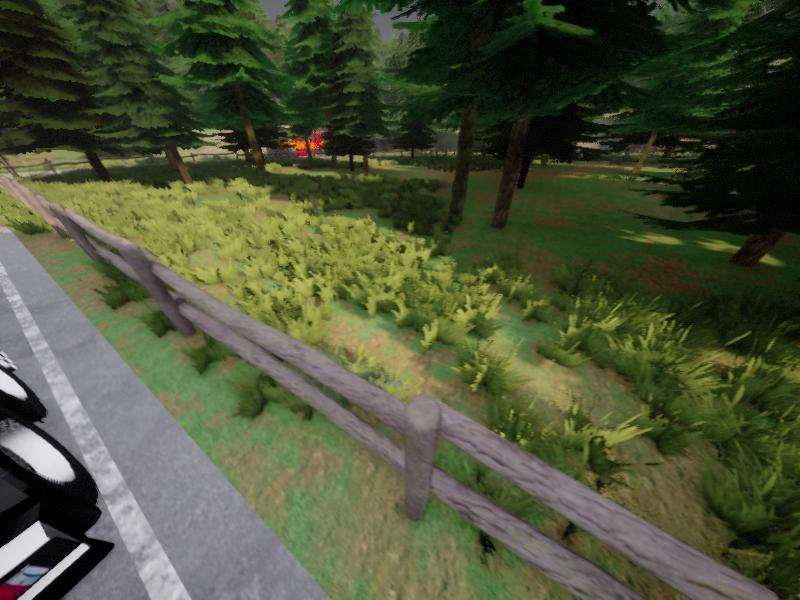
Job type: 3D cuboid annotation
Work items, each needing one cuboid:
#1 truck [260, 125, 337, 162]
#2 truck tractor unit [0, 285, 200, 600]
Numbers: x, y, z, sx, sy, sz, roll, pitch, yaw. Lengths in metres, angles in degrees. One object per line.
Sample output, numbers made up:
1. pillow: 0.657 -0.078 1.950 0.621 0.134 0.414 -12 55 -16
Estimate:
1. truck: -13.387 -21.220 31.270 8.468 3.827 2.891 -12 36 -16
2. truck tractor unit: -5.145 -0.266 0.726 6.516 4.208 3.053 17 38 22
